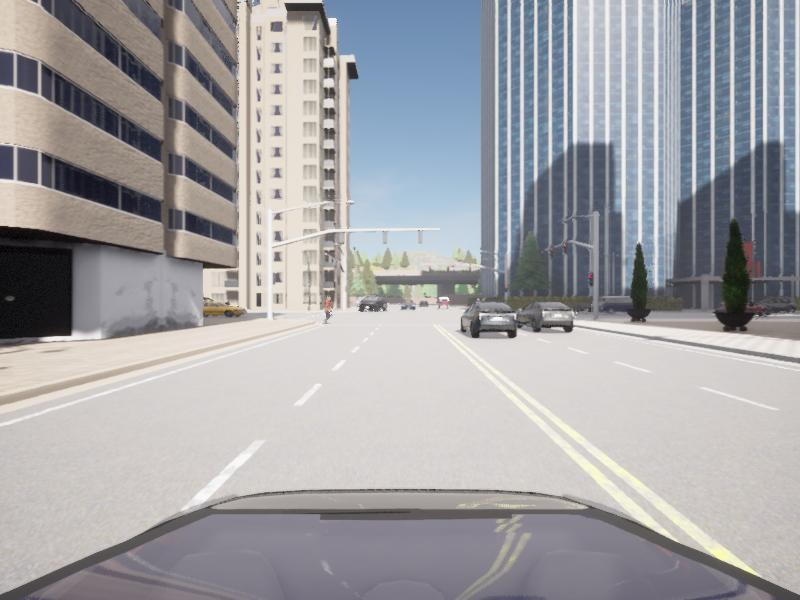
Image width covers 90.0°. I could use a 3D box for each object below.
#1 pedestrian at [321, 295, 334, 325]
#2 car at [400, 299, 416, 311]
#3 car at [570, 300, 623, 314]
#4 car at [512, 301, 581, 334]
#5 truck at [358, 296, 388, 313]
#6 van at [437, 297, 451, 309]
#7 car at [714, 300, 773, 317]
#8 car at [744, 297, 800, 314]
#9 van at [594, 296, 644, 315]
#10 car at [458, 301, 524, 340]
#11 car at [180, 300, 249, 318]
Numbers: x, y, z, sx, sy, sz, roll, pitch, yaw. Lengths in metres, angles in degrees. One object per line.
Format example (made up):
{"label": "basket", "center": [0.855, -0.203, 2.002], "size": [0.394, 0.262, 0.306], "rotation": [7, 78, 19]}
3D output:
{"label": "pedestrian", "center": [-4.547, 0.637, 25.061], "size": [0.751, 1.860, 0.751], "rotation": [0, 0, -6]}
{"label": "car", "center": [1.211, 0.749, 59.914], "size": [2.242, 1.667, 4.611], "rotation": [0, 0, -1]}
{"label": "car", "center": [22.616, 0.766, 46.217], "size": [5.238, 1.638, 1.930], "rotation": [0, 0, 0]}
{"label": "car", "center": [7.464, 0.826, 20.895], "size": [2.007, 1.525, 4.514], "rotation": [0, 0, 1]}
{"label": "truck", "center": [-3.435, 0.538, 52.934], "size": [2.390, 2.098, 6.274], "rotation": [0, 0, 12]}
{"label": "van", "center": [8.037, 0.559, 73.758], "size": [2.069, 2.038, 4.480], "rotation": [0, 0, 1]}
{"label": "car", "center": [33.351, 0.783, 38.894], "size": [3.988, 1.617, 1.851], "rotation": [0, 0, 8]}
{"label": "car", "center": [42.782, 0.645, 46.067], "size": [4.605, 1.855, 1.932], "rotation": [0, 0, 0]}
{"label": "van", "center": [23.328, 0.591, 42.712], "size": [4.442, 1.987, 1.775], "rotation": [0, 0, 0]}
{"label": "car", "center": [3.912, 0.827, 17.981], "size": [2.007, 1.525, 4.514], "rotation": [0, 0, 1]}
{"label": "car", "center": [-16.636, 0.798, 36.010], "size": [5.366, 1.575, 1.801], "rotation": [0, 0, 0]}
